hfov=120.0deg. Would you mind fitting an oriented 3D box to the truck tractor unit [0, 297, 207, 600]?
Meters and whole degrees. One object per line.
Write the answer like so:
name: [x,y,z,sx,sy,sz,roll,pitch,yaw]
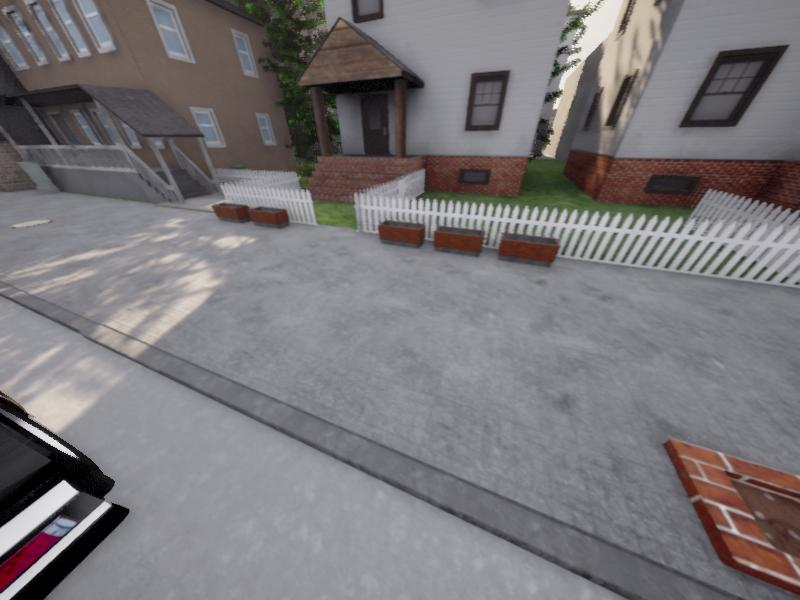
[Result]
truck tractor unit: [-5.247,-0.133,0.577,6.516,4.208,3.053,12,37,18]
